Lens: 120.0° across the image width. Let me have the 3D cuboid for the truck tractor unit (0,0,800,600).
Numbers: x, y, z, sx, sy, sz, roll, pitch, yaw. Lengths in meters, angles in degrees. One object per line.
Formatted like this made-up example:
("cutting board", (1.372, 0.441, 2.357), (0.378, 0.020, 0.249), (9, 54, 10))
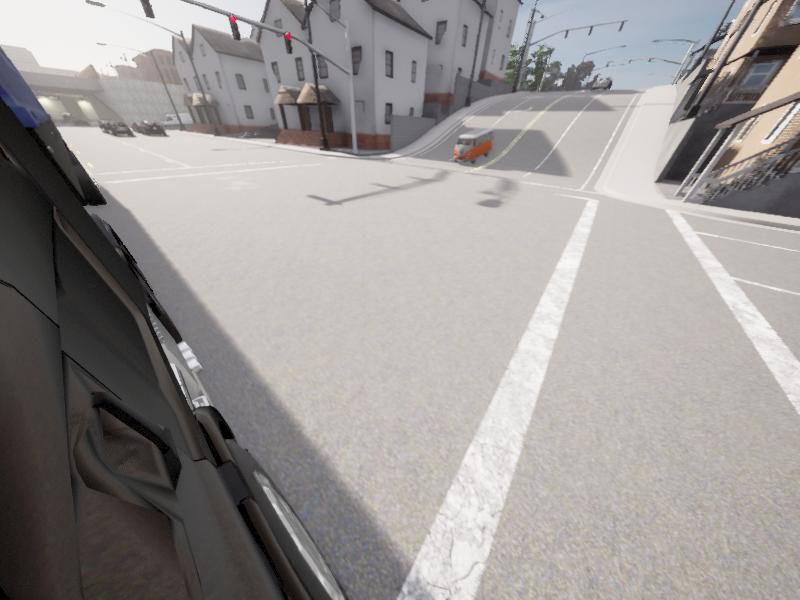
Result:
("truck tractor unit", (-2.645, -0.295, 0.351), (6.516, 4.208, 3.053), (28, 44, 30))

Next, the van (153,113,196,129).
("van", (-48.996, -39.109, 50.465), (1.988, 2.561, 5.915), (27, 47, 29))

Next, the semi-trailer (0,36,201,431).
("semi-trailer", (-8.667, -3.616, 4.273), (14.254, 4.402, 2.717), (28, 44, 30))

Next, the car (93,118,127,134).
("car", (-41.614, -24.940, 33.149), (5.238, 1.638, 1.930), (26, 43, 28))

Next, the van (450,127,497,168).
("van", (6.083, -12.690, 19.096), (1.775, 1.987, 4.442), (27, 52, 29))

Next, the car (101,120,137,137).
("car", (-36.147, -22.039, 29.693), (4.514, 1.525, 2.007), (28, 43, 30))

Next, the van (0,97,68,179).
("van", (-17.491, -7.306, 10.247), (5.915, 2.561, 1.988), (28, 43, 29))

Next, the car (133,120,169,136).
("car", (-35.147, -24.283, 32.644), (4.611, 1.667, 2.242), (28, 43, 30))
